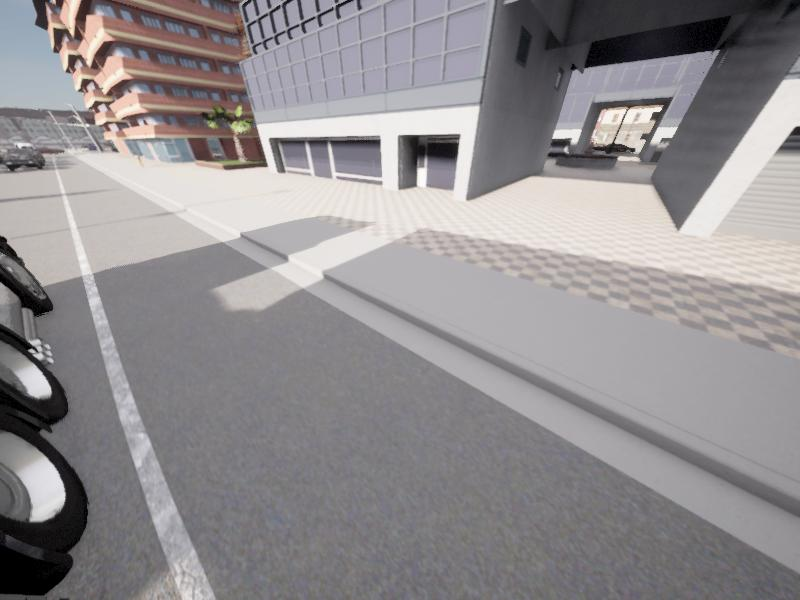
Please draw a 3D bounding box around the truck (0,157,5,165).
[{"bbox_3d":[-49.998,-17.133,27.233,6.274,2.098,2.390,24,41,31],"label":"truck"}]

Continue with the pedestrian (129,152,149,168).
[{"bbox_3d":[-24.977,-13.398,22.093,0.751,1.300,0.751,-26,42,-32],"label":"pedestrian"}]

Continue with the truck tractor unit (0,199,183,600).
[{"bbox_3d":[-4.995,-0.403,0.928,6.516,4.208,3.053,23,41,29],"label":"truck tractor unit"}]

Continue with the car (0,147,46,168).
[{"bbox_3d":[-42.407,-16.134,26.018,4.553,1.767,2.097,24,41,31],"label":"car"}]

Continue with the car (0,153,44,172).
[{"bbox_3d":[-37.007,-13.500,22.618,4.718,1.301,1.895,24,41,31],"label":"car"}]
